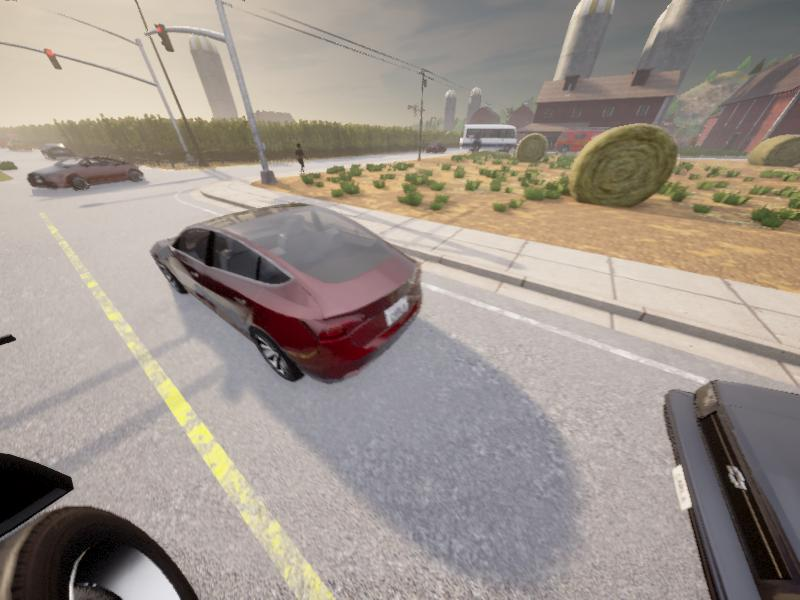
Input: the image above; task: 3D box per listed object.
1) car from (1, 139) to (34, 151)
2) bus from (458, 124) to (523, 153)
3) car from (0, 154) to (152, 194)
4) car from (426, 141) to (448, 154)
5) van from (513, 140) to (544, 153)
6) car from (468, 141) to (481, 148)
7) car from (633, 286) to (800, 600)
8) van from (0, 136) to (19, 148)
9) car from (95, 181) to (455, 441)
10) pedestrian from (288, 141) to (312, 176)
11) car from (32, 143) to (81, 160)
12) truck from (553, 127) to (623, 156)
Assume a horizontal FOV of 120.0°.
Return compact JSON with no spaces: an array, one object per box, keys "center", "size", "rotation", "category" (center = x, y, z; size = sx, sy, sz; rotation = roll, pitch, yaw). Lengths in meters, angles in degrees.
[{"center":[-65.514,-26.535,39.584],"size":[5.366,1.575,1.801],"rotation":[18,39,23],"category":"car"},{"center":[16.780,-30.609,43.909],"size":[10.273,4.253,3.944],"rotation":[2,35,2],"category":"bus"},{"center":[-16.594,-6.828,12.305],"size":[1.994,1.385,4.181],"rotation":[5,35,7],"category":"car"},{"center":[6.482,-26.536,40.182],"size":[2.097,1.767,4.553],"rotation":[20,39,25],"category":"car"},{"center":[24.595,-29.470,44.286],"size":[4.480,2.038,2.069],"rotation":[19,39,25],"category":"van"},{"center":[21.283,-44.155,65.598],"size":[2.038,1.542,4.974],"rotation":[19,39,24],"category":"car"},{"center":[4.129,1.838,0.140],"size":[5.357,1.411,2.033],"rotation":[22,40,27],"category":"car"},{"center":[-80.101,-32.024,46.866],"size":[4.442,1.987,1.775],"rotation":[20,40,25],"category":"van"},{"center":[-1.953,-0.627,3.499],"size":[4.792,1.488,2.163],"rotation":[22,40,27],"category":"car"},{"center":[-6.403,-9.116,14.933],"size":[0.751,1.860,0.751],"rotation":[10,36,13],"category":"pedestrian"},{"center":[-40.220,-17.459,27.053],"size":[4.792,1.488,2.163],"rotation":[20,40,25],"category":"car"},{"center":[32.129,-27.597,40.160],"size":[8.468,3.827,2.891],"rotation":[19,39,24],"category":"truck"}]
